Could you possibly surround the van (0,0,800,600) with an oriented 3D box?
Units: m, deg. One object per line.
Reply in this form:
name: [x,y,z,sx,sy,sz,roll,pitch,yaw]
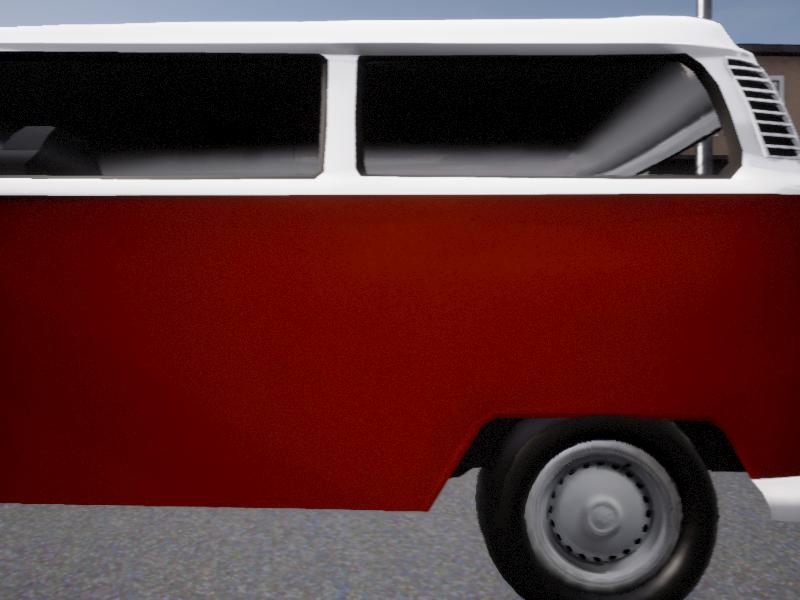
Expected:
van: [-0.661,-0.026,2.025,4.480,2.038,2.069,1,0,1]
